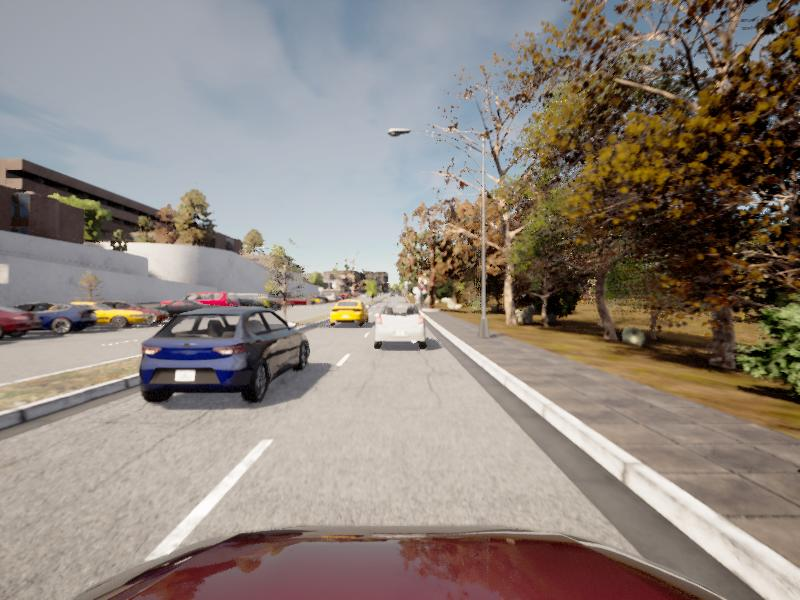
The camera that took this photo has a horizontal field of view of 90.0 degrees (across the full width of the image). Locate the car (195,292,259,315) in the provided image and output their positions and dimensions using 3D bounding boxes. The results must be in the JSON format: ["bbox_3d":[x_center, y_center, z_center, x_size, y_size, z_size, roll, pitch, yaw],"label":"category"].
[{"bbox_3d":[-16.836,0.310,39.334,5.566,2.045,2.435,-1,1,-20],"label":"car"}]

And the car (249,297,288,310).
[{"bbox_3d":[-16.846,0.429,51.253,4.674,1.452,2.002,-1,1,-20],"label":"car"}]

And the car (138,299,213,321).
[{"bbox_3d":[-16.860,0.725,30.372,4.674,1.452,2.002,-1,1,-20],"label":"car"}]

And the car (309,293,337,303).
[{"bbox_3d":[-16.856,-0.461,87.264,5.566,2.045,2.435,-1,2,-20],"label":"car"}]

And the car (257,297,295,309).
[{"bbox_3d":[-16.823,0.374,54.271,4.792,1.488,2.163,-1,1,-20],"label":"car"}]

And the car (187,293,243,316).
[{"bbox_3d":[-16.755,0.378,36.382,4.442,1.987,1.878,-1,1,-20],"label":"car"}]

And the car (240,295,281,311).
[{"bbox_3d":[-16.824,0.306,48.278,4.553,1.767,2.185,-1,1,-20],"label":"car"}]

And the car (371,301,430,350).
[{"bbox_3d":[0.002,0.809,14.316,1.845,1.501,3.633,0,0,0],"label":"car"}]

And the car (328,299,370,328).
[{"bbox_3d":[-3.000,0.736,24.498,1.882,1.535,5.008,0,0,0],"label":"car"}]

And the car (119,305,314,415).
[{"bbox_3d":[-3.000,0.853,7.654,1.816,1.474,4.193,0,0,0],"label":"car"}]

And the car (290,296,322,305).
[{"bbox_3d":[-17.009,0.082,72.198,5.366,1.575,1.946,-1,1,-20],"label":"car"}]

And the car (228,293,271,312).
[{"bbox_3d":[-16.966,0.252,45.242,4.442,1.987,1.878,-1,1,-20],"label":"car"}]

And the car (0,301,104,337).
[{"bbox_3d":[-16.898,0.831,18.418,4.792,1.488,2.163,-1,1,-20],"label":"car"}]

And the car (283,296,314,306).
[{"bbox_3d":[-16.815,0.200,66.275,4.792,1.488,2.163,-1,1,-20],"label":"car"}]

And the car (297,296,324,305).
[{"bbox_3d":[-16.839,0.071,75.271,4.674,1.452,2.002,-1,1,-20],"label":"car"}]

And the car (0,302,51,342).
[{"bbox_3d":[-16.868,0.855,15.446,4.674,1.452,2.002,-1,1,-20],"label":"car"}]

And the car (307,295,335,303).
[{"bbox_3d":[-16.657,-0.149,84.343,5.366,1.575,1.946,-1,1,-20],"label":"car"}]

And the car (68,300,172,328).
[{"bbox_3d":[-16.840,0.781,24.415,4.792,1.488,2.163,-1,0,-20],"label":"car"}]

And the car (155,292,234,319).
[{"bbox_3d":[-16.891,0.397,33.339,5.566,2.045,2.435,-1,1,-20],"label":"car"}]

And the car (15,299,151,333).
[{"bbox_3d":[-16.697,0.772,21.487,5.366,1.575,1.946,-1,0,-20],"label":"car"}]

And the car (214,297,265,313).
[{"bbox_3d":[-16.850,0.520,42.306,4.892,1.521,2.231,-1,1,-20],"label":"car"}]

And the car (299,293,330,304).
[{"bbox_3d":[-16.810,-0.270,78.285,5.566,2.045,2.435,-1,1,-20],"label":"car"}]
